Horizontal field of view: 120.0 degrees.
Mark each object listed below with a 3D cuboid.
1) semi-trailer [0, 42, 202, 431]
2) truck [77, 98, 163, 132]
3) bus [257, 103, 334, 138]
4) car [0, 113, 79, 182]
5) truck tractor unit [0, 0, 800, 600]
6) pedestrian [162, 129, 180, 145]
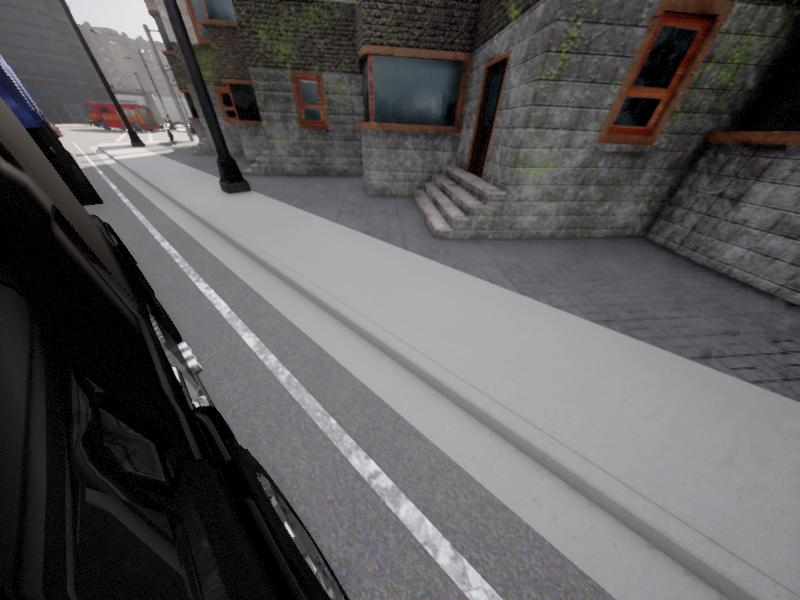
[{"bbox_3d":[-8.700,-3.604,4.223,14.254,4.402,2.717,28,44,30],"label":"semi-trailer"},{"bbox_3d":[-44.116,-29.188,36.671,8.468,3.827,2.891,5,37,3],"label":"truck"},{"bbox_3d":[-16.755,-29.497,38.153,10.273,4.253,3.944,-2,37,-4],"label":"bus"},{"bbox_3d":[-16.347,-6.704,9.886,5.566,2.045,2.150,28,44,30],"label":"car"},{"bbox_3d":[-2.645,-0.295,0.351,6.516,4.208,3.053,28,44,30],"label":"truck tractor unit"},{"bbox_3d":[-19.358,-13.781,19.535,0.500,1.100,0.500,18,39,19],"label":"pedestrian"}]
